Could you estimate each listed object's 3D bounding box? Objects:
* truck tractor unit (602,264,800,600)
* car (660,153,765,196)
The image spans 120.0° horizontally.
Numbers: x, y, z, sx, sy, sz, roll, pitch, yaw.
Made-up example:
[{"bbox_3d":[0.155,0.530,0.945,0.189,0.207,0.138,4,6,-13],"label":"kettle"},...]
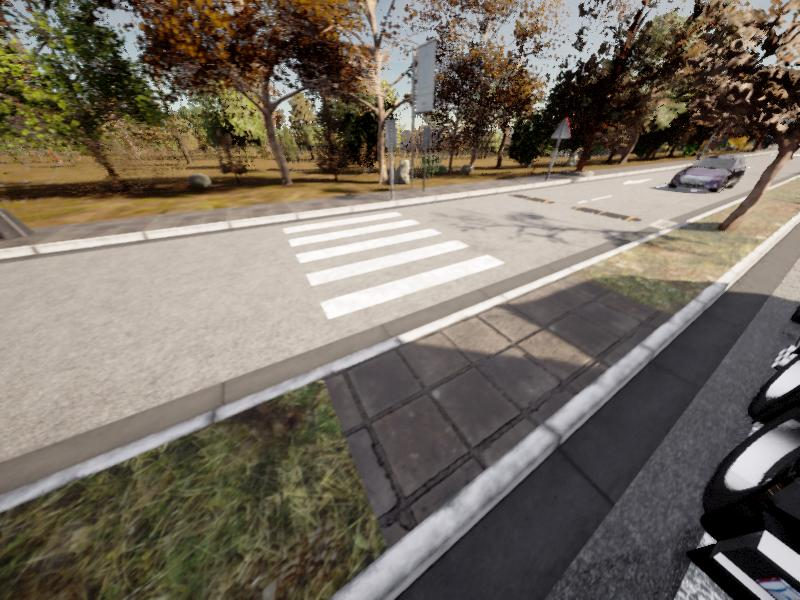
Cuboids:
[{"bbox_3d":[5.110,-0.303,0.788,6.516,4.208,3.053,-18,39,-24],"label":"truck tractor unit"},{"bbox_3d":[17.184,-7.024,12.727,4.856,1.649,2.033,-18,39,-24],"label":"car"}]
